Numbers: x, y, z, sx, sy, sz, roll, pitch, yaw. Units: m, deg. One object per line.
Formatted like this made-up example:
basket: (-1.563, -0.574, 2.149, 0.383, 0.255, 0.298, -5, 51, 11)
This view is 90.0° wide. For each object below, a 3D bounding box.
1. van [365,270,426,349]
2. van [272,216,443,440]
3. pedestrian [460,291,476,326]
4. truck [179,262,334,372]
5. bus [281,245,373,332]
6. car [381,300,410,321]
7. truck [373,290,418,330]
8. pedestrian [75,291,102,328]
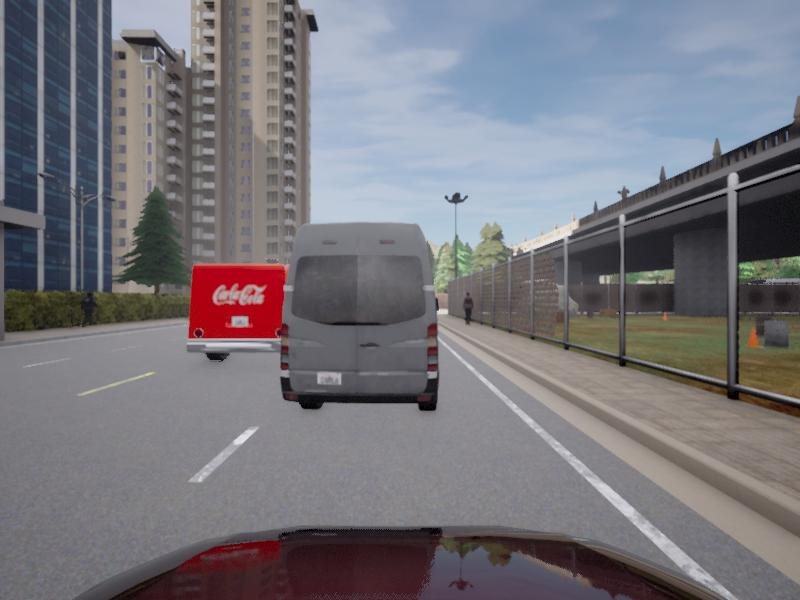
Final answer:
van: (-0.179, 0.305, 15.945, 1.988, 2.561, 5.915, 0, 0, -1)
van: (-0.353, 0.313, 7.570, 1.988, 2.561, 5.915, 0, 0, 3)
pedestrian: (3.732, 0.460, 21.995, 0.751, 1.860, 0.751, 0, 0, 17)
truck: (-3.631, 0.352, 11.517, 2.627, 2.467, 5.204, 0, 1, -1)
bus: (-3.906, -0.562, 24.785, 3.944, 4.253, 10.273, 0, 0, -1)
car: (-0.367, 0.799, 32.138, 2.128, 1.511, 4.902, 0, 0, -1)
truck: (-0.279, 0.515, 24.363, 2.390, 2.098, 6.274, 0, 0, -1)
pedestrian: (-15.703, 0.461, 20.176, 0.751, 1.860, 0.751, 0, 0, -2)
